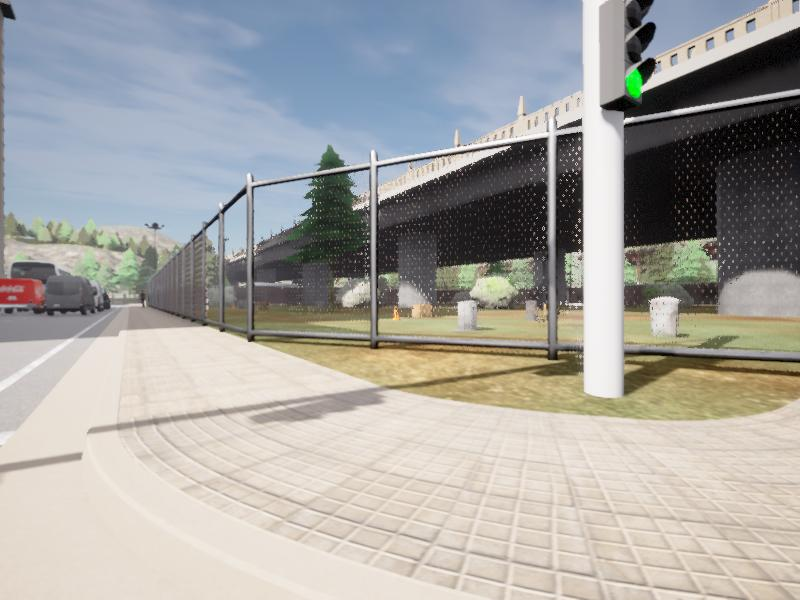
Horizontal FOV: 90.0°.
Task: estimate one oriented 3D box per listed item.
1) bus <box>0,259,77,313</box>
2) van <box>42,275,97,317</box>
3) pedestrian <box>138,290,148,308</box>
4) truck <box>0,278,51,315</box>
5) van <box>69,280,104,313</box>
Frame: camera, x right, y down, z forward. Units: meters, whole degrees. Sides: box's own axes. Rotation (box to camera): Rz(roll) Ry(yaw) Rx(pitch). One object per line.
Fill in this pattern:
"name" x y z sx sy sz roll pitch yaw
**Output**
"bus" -32.696 -1.109 36.608 3.944 4.253 10.273 0 0 -34
"van" -22.396 -0.269 27.376 1.988 2.561 5.915 0 0 -31
"pedestrian" -25.843 -0.103 40.217 0.751 1.860 0.751 0 0 -37
"truck" -27.219 -0.229 28.733 2.627 2.467 5.204 0 0 -34
"van" -26.865 -0.262 34.462 1.988 2.561 5.915 0 0 -34
